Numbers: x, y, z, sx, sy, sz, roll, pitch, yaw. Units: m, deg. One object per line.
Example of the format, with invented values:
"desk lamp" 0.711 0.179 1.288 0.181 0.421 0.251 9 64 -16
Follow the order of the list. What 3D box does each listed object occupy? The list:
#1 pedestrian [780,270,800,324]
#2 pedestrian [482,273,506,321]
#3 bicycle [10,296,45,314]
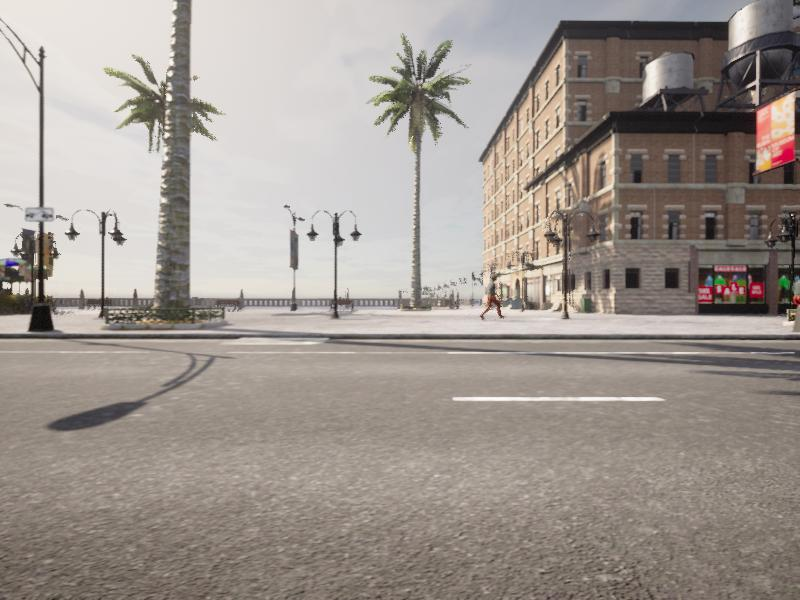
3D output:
"pedestrian" 13.999 -0.096 13.955 0.751 1.860 0.751 0 0 7
"pedestrian" 3.728 -0.111 15.966 0.751 1.860 0.751 0 0 -2
"bicycle" -21.360 0.307 22.921 1.643 1.024 0.373 0 0 -1
